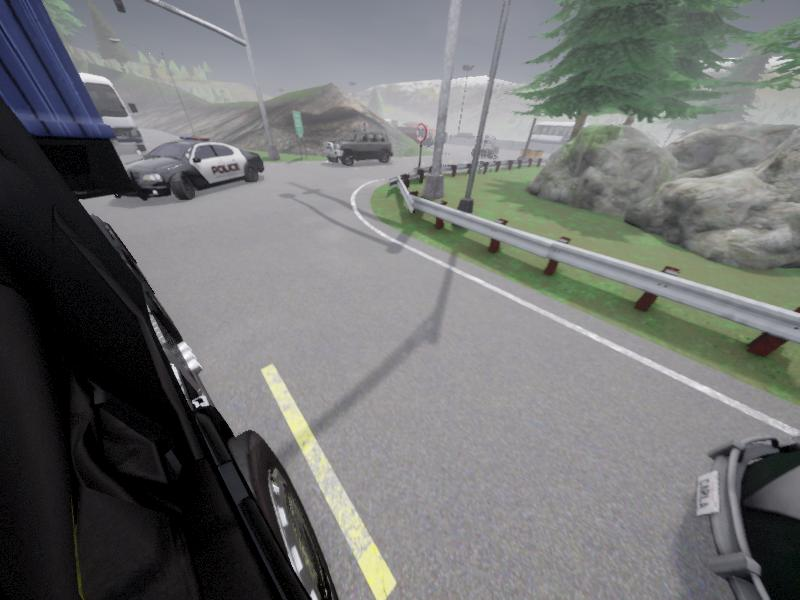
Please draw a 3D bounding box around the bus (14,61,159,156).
[{"bbox_3d":[-22.400,-14.022,17.482,3.944,4.253,10.273,-27,46,-34],"label":"bus"}]

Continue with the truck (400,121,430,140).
[{"bbox_3d":[3.941,-47.069,64.070,2.891,3.827,8.468,-27,46,-34],"label":"truck"}]

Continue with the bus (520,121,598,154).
[{"bbox_3d":[28.767,-30.072,42.516,3.944,4.253,10.273,-27,47,-34],"label":"bus"}]

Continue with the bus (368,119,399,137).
[{"bbox_3d":[-5.164,-53.389,71.607,3.944,4.253,10.273,-27,46,-34],"label":"bus"}]

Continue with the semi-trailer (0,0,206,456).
[{"bbox_3d":[-10.051,-1.596,1.119,14.254,4.402,2.717,4,33,-2],"label":"semi-trailer"}]

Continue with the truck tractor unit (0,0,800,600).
[{"bbox_3d":[-2.645,-0.295,0.352,6.516,4.208,3.053,28,44,30],"label":"truck tractor unit"}]

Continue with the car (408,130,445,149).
[{"bbox_3d":[3.906,-24.653,35.407,2.150,2.045,5.566,-27,45,-34],"label":"car"}]

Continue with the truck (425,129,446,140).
[{"bbox_3d":[10.307,-48.327,67.327,2.627,2.467,5.204,-27,46,-34],"label":"truck"}]

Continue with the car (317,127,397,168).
[{"bbox_3d":[-2.565,-9.797,14.792,4.605,1.855,1.932,-28,46,-35],"label":"car"}]

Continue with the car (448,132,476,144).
[{"bbox_3d":[13.803,-36.448,51.938,2.150,2.045,5.566,-27,46,-34],"label":"car"}]

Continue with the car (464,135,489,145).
[{"bbox_3d":[17.442,-36.876,53.105,2.033,1.649,4.856,-27,46,-34],"label":"car"}]

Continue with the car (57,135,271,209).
[{"bbox_3d":[-7.243,-4.767,8.133,2.038,1.542,4.974,8,37,7],"label":"car"}]

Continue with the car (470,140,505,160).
[{"bbox_3d":[9.258,-15.795,24.307,2.033,1.411,5.357,22,39,22],"label":"car"}]
